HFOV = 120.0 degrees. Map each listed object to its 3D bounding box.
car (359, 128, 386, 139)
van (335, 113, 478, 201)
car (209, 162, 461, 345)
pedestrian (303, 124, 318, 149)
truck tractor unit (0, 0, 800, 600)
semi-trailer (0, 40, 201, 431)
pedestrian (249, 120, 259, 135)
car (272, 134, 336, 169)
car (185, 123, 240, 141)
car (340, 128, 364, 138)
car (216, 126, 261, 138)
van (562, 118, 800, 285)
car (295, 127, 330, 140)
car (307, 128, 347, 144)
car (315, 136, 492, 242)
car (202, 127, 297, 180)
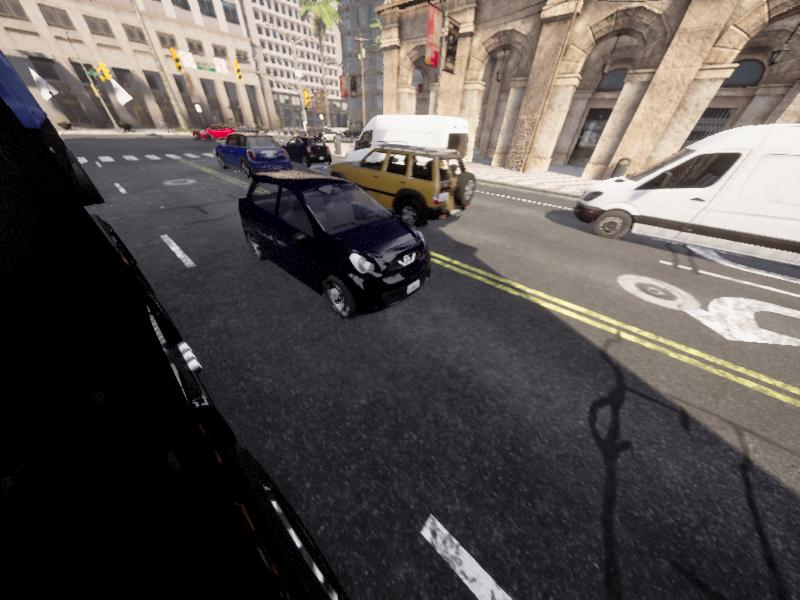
[{"bbox_3d":[-5.338,-32.566,45.329,1.930,1.638,5.238,29,44,30],"label":"car"},{"bbox_3d":[-0.038,-6.506,10.213,5.915,2.561,1.988,29,44,30],"label":"van"},{"bbox_3d":[-1.182,-1.194,3.899,3.633,1.501,1.845,28,44,30],"label":"car"},{"bbox_3d":[-8.335,-15.216,21.531,0.751,1.860,0.751,-27,46,-33],"label":"pedestrian"},{"bbox_3d":[-2.645,-0.295,0.351,6.516,4.208,3.053,28,44,30],"label":"truck tractor unit"},{"bbox_3d":[-8.677,-3.630,4.233,14.254,4.402,2.717,29,44,30],"label":"semi-trailer"},{"bbox_3d":[-24.026,-28.383,38.020,0.751,1.860,0.751,-3,37,-8],"label":"pedestrian"},{"bbox_3d":[-5.976,-9.292,14.365,3.633,1.501,1.845,29,44,30],"label":"car"},{"bbox_3d":[-22.142,-19.972,27.511,2.007,1.525,4.514,15,39,16],"label":"car"},{"bbox_3d":[-10.109,-35.484,49.033,2.163,1.488,4.792,28,44,30],"label":"car"},{"bbox_3d":[-22.877,-23.905,32.895,1.895,1.301,4.718,29,44,30],"label":"car"},{"bbox_3d":[7.695,-2.311,5.143,5.915,2.561,1.988,28,44,30],"label":"van"},{"bbox_3d":[-13.974,-26.721,37.082,1.837,1.490,4.892,29,44,30],"label":"car"},{"bbox_3d":[-10.003,-22.834,32.142,2.038,1.542,4.974,26,43,27],"label":"car"},{"bbox_3d":[-0.151,-3.534,6.797,4.605,1.855,1.932,29,44,30],"label":"car"},{"bbox_3d":[-7.581,-7.512,11.665,4.553,1.767,2.097,29,44,30],"label":"car"}]
